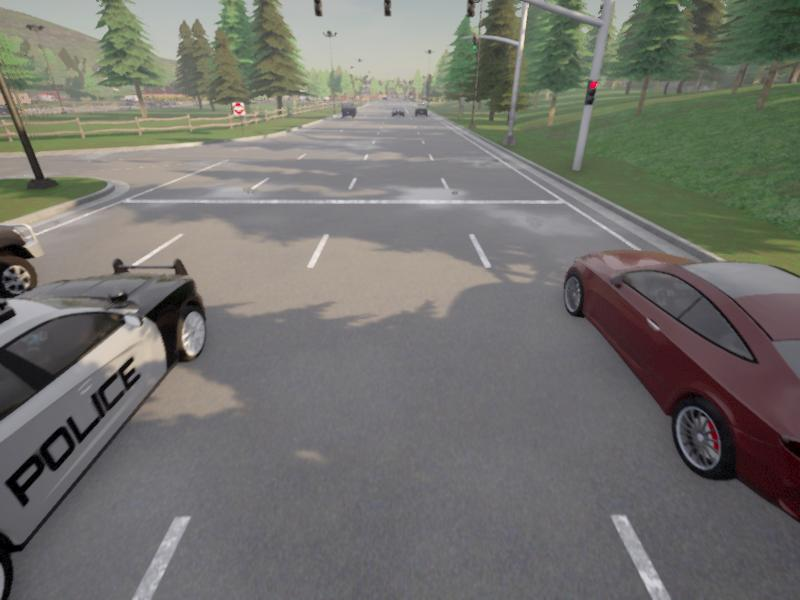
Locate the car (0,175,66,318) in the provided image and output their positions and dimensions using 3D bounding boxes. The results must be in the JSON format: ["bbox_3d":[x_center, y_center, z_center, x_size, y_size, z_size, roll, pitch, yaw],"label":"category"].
[{"bbox_3d":[-7.001,-0.120,4.765,1.932,1.855,4.605,0,27,0],"label":"car"}]

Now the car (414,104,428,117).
[{"bbox_3d":[3.227,-29.428,62.027,1.930,1.638,5.238,0,27,0],"label":"car"}]

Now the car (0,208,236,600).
[{"bbox_3d":[-3.495,0.685,3.471,1.930,1.638,5.238,0,27,0],"label":"car"}]

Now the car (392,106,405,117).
[{"bbox_3d":[-0.270,-28.897,61.350,1.895,1.301,4.718,0,27,0],"label":"car"}]

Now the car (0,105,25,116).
[{"bbox_3d":[-61.281,-29.454,62.114,1.994,1.385,4.181,0,27,0],"label":"car"}]

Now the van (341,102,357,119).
[{"bbox_3d":[-7.250,-27.179,57.242,1.775,1.987,4.442,0,27,0],"label":"van"}]

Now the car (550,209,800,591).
[{"bbox_3d":[3.501,0.284,4.492,1.812,1.442,4.674,0,27,0],"label":"car"}]
